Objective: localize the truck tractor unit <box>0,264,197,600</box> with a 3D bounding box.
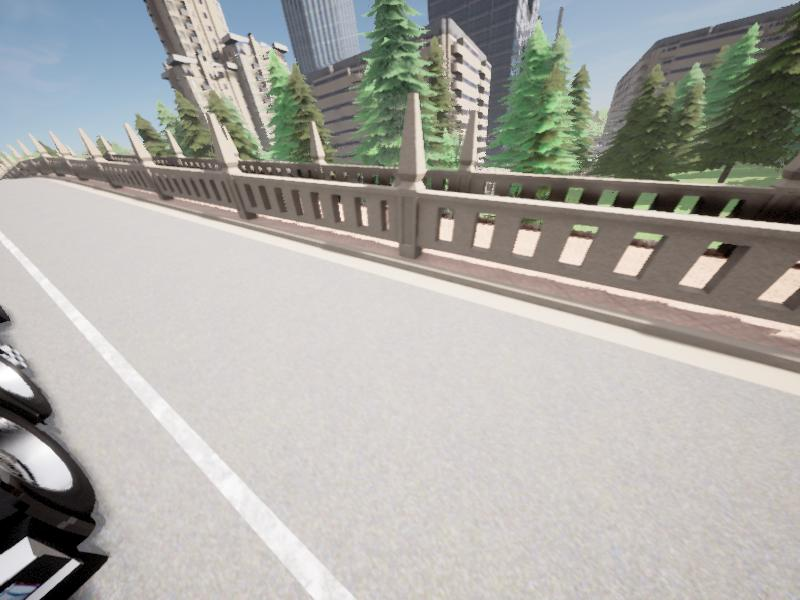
[{"bbox_3d":[-5.110,-0.302,0.779,6.516,4.208,3.053,18,39,24],"label":"truck tractor unit"}]
